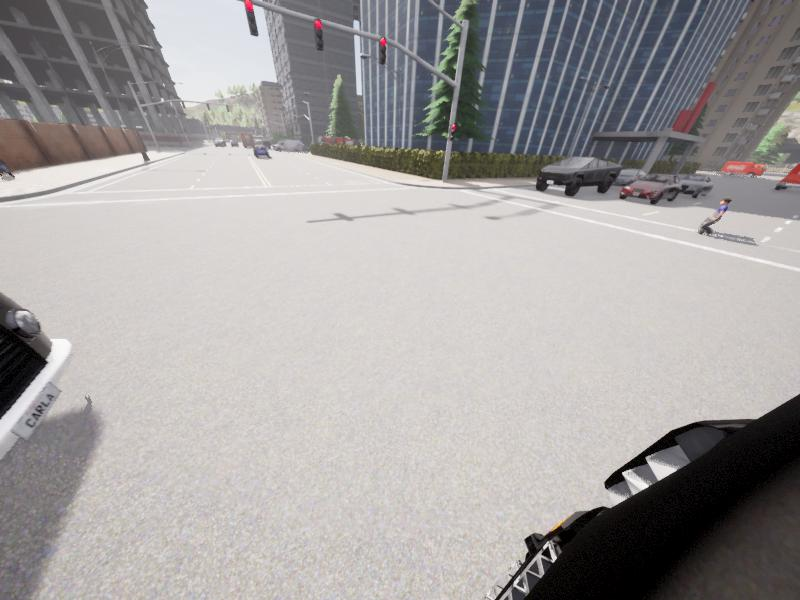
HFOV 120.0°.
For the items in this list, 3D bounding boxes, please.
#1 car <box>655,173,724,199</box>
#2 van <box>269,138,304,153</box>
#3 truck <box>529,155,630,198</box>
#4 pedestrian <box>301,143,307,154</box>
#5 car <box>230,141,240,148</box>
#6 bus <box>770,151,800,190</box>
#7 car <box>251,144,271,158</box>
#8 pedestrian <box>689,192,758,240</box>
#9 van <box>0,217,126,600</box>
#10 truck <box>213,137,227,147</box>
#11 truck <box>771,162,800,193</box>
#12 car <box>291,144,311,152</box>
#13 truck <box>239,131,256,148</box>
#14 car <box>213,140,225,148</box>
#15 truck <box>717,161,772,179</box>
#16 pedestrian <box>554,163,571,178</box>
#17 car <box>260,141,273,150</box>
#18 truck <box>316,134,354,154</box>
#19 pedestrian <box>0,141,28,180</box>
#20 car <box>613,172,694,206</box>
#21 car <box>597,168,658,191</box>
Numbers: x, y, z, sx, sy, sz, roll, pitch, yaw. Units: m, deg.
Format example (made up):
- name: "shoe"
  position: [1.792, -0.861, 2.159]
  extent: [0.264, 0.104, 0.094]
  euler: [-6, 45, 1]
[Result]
- name: "car"
  position: [21.357, -8.489, 17.055]
  extent: [4.181, 1.385, 1.994]
  euler: [-17, 38, -27]
- name: "van"
  position: [-26.032, -35.625, 53.343]
  extent: [2.351, 2.431, 6.366]
  euler: [28, 41, 33]
- name: "truck"
  position: [12.017, -8.362, 15.489]
  extent: [6.274, 2.098, 2.390]
  euler: [-16, 38, -26]
- name: "pedestrian"
  position: [-20.394, -32.233, 49.155]
  extent: [0.751, 1.860, 0.751]
  euler: [-9, 35, -17]
- name: "car"
  position: [-46.794, -44.047, 65.430]
  extent: [1.895, 1.301, 4.718]
  euler: [-16, 38, -26]
- name: "bus"
  position: [49.691, -15.576, 27.271]
  extent: [10.273, 4.253, 3.944]
  euler: [-16, 38, -26]
- name: "car"
  position: [-20.376, -21.829, 33.861]
  extent: [2.007, 1.525, 4.514]
  euler: [-15, 37, -25]
- name: "pedestrian"
  position: [10.673, -2.803, 7.709]
  extent: [0.751, 1.300, 0.751]
  euler: [30, 42, 35]
- name: "van"
  position: [-4.532, 0.908, 0.389]
  extent: [4.480, 2.038, 2.069]
  euler: [-17, 38, -26]
- name: "truck"
  position: [-52.329, -46.015, 67.245]
  extent: [2.390, 2.098, 6.274]
  euler: [-16, 38, -26]
- name: "truck"
  position: [41.416, -12.413, 23.488]
  extent: [5.204, 2.467, 2.627]
  euler: [-16, 38, -26]
- name: "car"
  position: [-24.909, -38.158, 58.056]
  extent: [3.988, 1.617, 1.851]
  euler: [-16, 38, -27]
- name: "truck"
  position: [-44.910, -47.151, 67.960]
  extent: [2.891, 3.827, 8.468]
  euler: [-16, 38, -26]
- name: "car"
  position: [-47.903, -41.325, 61.162]
  extent: [2.033, 1.411, 5.357]
  euler: [-16, 38, -26]
- name: "truck"
  position: [67.056, -25.419, 45.101]
  extent: [2.627, 2.467, 5.204]
  euler: [-16, 38, -26]
- name: "pedestrian"
  position: [16.262, -12.980, 23.157]
  extent: [0.751, 1.300, 0.751]
  euler: [-16, 38, -26]
- name: "car"
  position: [-34.554, -40.043, 59.843]
  extent: [1.905, 1.878, 3.866]
  euler: [-21, 40, -31]
- name: "truck"
  position: [-16.271, -39.375, 58.466]
  extent: [8.468, 3.827, 2.891]
  euler: [-16, 38, -26]
- name: "pedestrian"
  position: [-18.145, -6.428, 10.268]
  extent: [0.751, 1.860, 0.751]
  euler: [-19, 39, -29]
- name: "car"
  position: [15.307, -6.804, 13.962]
  extent: [4.193, 1.474, 1.816]
  euler: [-16, 38, -26]
- name: "car"
  position: [18.805, -10.026, 19.101]
  extent: [4.674, 1.442, 1.812]
  euler: [-16, 38, -26]
